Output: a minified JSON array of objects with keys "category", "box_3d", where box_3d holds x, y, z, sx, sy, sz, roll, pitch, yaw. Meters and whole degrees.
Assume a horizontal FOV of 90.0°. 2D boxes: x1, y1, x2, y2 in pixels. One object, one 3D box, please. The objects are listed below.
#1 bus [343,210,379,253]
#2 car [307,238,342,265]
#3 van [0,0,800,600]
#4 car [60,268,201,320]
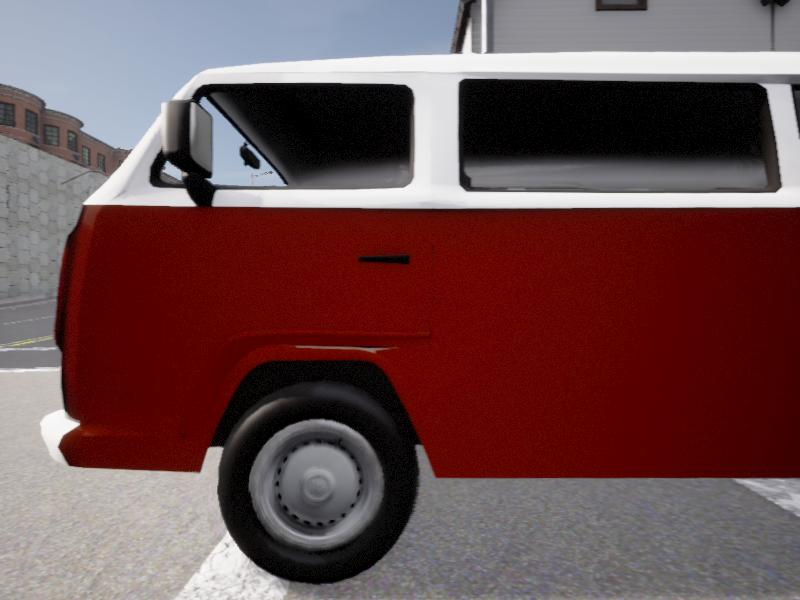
[{"category":"bus","box_3d":[-5.278,-9.368,56.354,3.944,4.253,10.273,0,0,1]},{"category":"car","box_3d":[-5.791,-3.837,31.172,1.851,1.617,3.988,0,14,1]},{"category":"van","box_3d":[0.879,-0.031,2.200,4.480,2.038,2.069,0,0,0]},{"category":"car","box_3d":[-9.712,-0.365,15.021,1.812,1.442,4.674,0,7,4]}]
